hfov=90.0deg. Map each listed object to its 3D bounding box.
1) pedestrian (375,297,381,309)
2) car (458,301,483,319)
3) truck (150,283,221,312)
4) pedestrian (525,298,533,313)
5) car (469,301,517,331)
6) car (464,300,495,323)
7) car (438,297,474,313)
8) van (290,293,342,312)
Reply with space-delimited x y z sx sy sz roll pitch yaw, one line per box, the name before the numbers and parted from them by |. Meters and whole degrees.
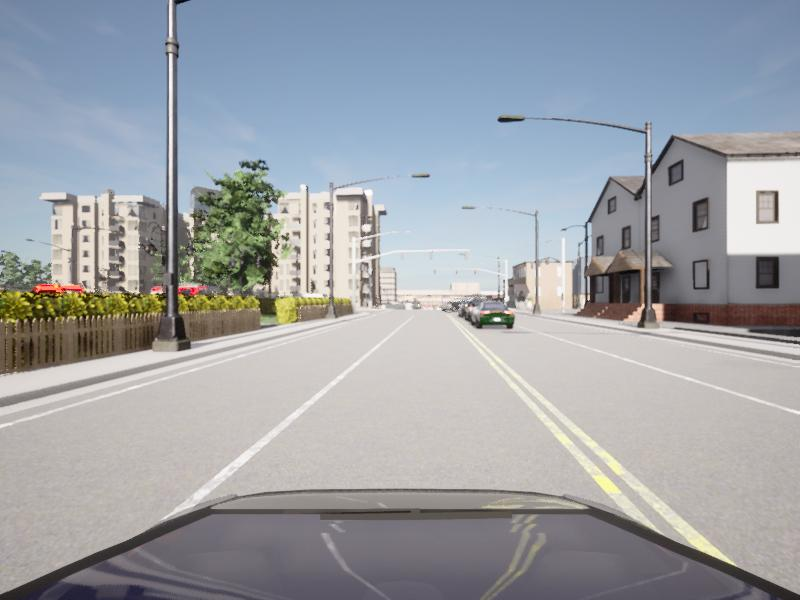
pedestrian | -3.574 0.478 64.699 0.751 1.860 0.751 0 0 45
car | 6.357 0.863 36.345 1.812 1.442 4.674 0 0 5
truck | -29.354 -0.331 54.923 8.468 3.827 2.891 0 0 7
pedestrian | 16.072 0.711 49.740 0.751 1.860 0.751 0 0 5
car | 5.285 0.822 23.326 2.038 1.542 4.974 0 0 5
car | 5.820 0.783 29.803 1.851 1.617 3.988 0 0 5
car | 7.098 0.612 50.395 4.605 1.855 1.932 0 -1 -40
van | -11.036 0.369 53.066 6.366 2.431 2.351 0 0 5
